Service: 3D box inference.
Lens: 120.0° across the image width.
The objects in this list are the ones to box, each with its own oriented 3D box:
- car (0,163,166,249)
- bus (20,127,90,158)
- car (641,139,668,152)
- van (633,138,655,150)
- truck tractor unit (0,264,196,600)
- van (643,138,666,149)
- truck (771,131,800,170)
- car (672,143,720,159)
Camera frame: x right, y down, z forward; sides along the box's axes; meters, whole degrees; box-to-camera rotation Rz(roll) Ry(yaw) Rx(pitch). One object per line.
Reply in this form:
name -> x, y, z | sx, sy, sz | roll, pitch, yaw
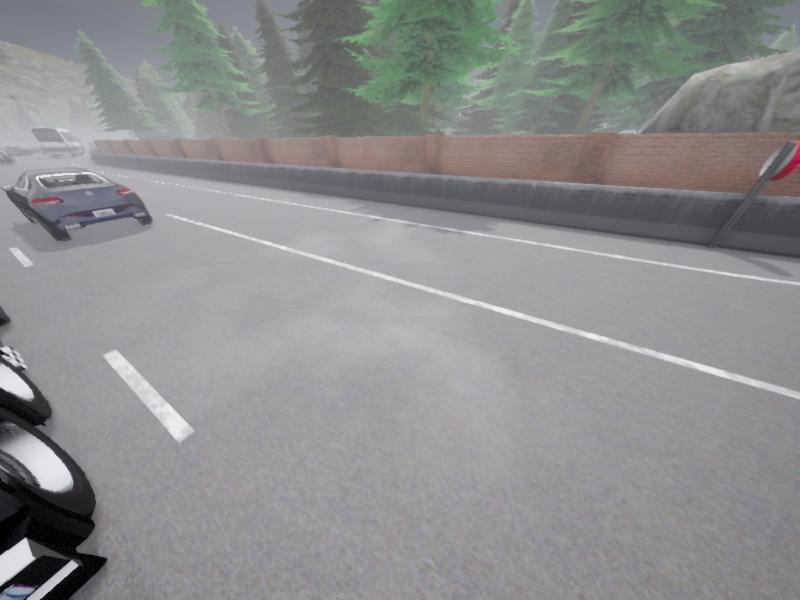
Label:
car -> -10.394, -3.256, 7.374 | 5.027, 1.651, 2.152 | 18, 39, 24
bus -> -61.501, -28.385, 41.694 | 3.944, 4.253, 10.273 | -27, 43, -32
car -> 46.425, -28.345, 42.320 | 1.932, 1.855, 4.605 | 18, 39, 25
van -> 50.342, -32.196, 47.720 | 1.775, 1.987, 4.442 | 18, 39, 25
truck tractor unit -> -5.112, -0.298, 0.788 | 6.516, 4.208, 3.053 | 18, 39, 24
van -> 58.178, -35.899, 52.926 | 2.069, 2.038, 4.480 | 18, 39, 25
truck -> 32.579, -11.222, 17.318 | 2.627, 2.467, 5.204 | 19, 39, 25
car -> 36.507, -18.572, 28.695 | 2.038, 1.542, 4.974 | 18, 38, 25
